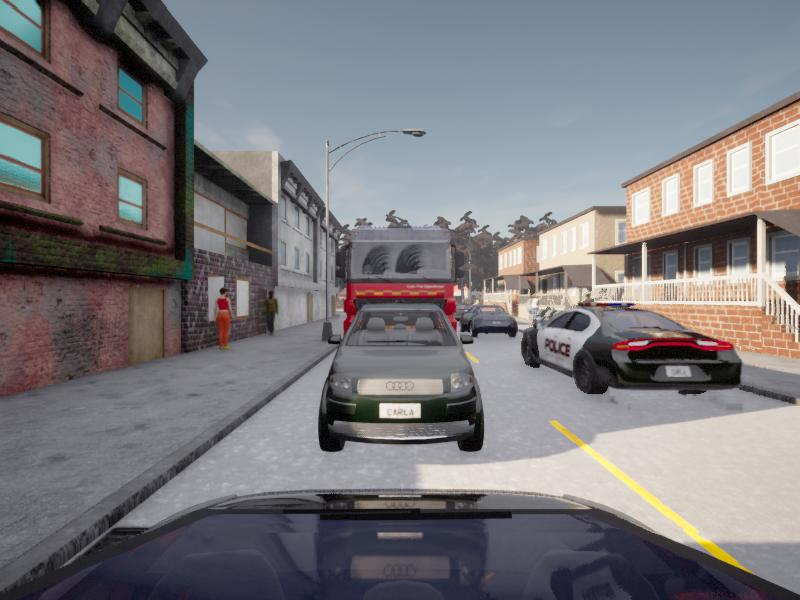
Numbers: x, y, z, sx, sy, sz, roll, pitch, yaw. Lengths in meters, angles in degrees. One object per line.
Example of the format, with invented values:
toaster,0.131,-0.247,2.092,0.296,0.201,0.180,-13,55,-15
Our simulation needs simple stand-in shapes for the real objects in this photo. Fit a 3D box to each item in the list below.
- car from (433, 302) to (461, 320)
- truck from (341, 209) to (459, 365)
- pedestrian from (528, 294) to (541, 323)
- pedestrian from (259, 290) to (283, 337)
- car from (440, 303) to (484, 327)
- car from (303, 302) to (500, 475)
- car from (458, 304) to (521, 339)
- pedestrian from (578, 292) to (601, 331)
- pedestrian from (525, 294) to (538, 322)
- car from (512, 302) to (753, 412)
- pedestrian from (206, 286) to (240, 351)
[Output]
car,3.916,0.870,33.796,1.812,1.442,4.674,0,0,0
truck,-0.010,-0.321,14.022,2.891,3.827,8.468,0,0,0
pedestrian,8.870,0.533,26.377,0.751,1.860,0.751,0,0,11
pedestrian,-5.213,0.533,16.190,0.751,1.860,0.751,0,0,-2
car,3.970,0.895,26.452,2.033,1.411,5.357,0,0,0
car,0.007,0.815,5.489,1.789,1.549,3.705,0,0,0
car,3.987,0.907,18.568,1.994,1.385,4.181,0,0,0
pedestrian,9.153,0.533,19.375,0.751,1.860,0.751,0,0,-3
pedestrian,8.932,0.533,27.212,0.751,1.860,0.751,0,0,8
car,4.007,0.825,8.187,2.038,1.542,4.974,0,0,0
pedestrian,-5.247,0.533,11.922,0.751,1.860,0.751,0,0,-8
